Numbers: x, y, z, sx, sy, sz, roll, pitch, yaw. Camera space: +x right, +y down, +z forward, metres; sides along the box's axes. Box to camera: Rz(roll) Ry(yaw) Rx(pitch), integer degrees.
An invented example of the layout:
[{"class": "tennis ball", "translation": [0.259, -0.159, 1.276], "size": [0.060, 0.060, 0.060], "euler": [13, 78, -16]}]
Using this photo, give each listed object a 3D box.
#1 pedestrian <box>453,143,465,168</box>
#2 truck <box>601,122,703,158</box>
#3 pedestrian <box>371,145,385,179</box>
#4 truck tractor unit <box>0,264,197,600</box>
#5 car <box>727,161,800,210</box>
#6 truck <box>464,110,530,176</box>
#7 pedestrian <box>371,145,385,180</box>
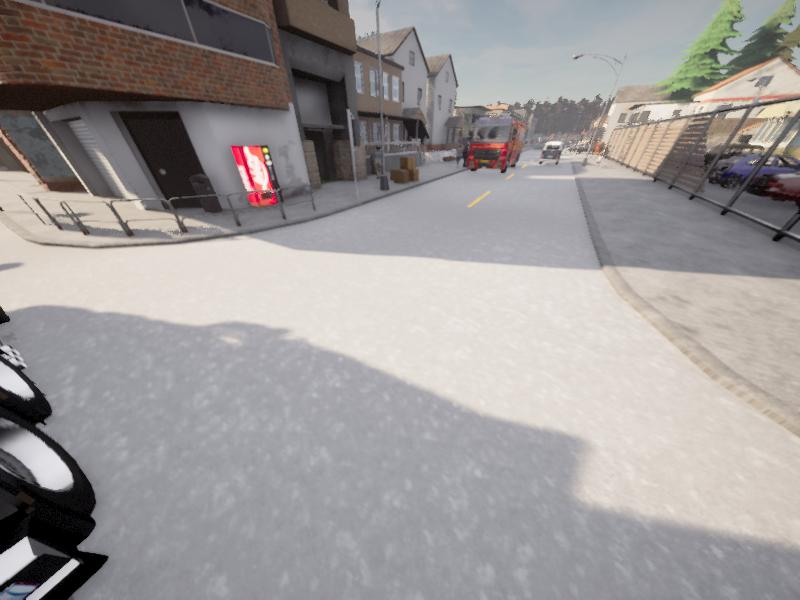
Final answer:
[{"class": "pedestrian", "translation": [5.252, -12.934, 20.682], "size": [0.751, 1.860, 0.751], "euler": [9, 36, 13]}, {"class": "truck", "translation": [34.854, -22.494, 32.659], "size": [8.468, 3.827, 2.891], "euler": [14, 37, 20]}, {"class": "pedestrian", "translation": [-1.443, -9.031, 15.121], "size": [0.751, 1.860, 0.751], "euler": [-4, 35, -5]}, {"class": "truck tractor unit", "translation": [-5.112, -0.299, 0.779], "size": [6.516, 4.208, 3.053], "euler": [18, 39, 24]}, {"class": "car", "translation": [16.537, -3.943, 8.164], "size": [5.357, 1.415, 2.033], "euler": [18, 39, 24]}, {"class": "truck", "translation": [8.502, -13.396, 19.824], "size": [2.891, 3.827, 8.468], "euler": [18, 39, 24]}, {"class": "pedestrian", "translation": [-1.346, -8.660, 14.588], "size": [0.751, 1.860, 0.751], "euler": [-1, 35, -1]}]
